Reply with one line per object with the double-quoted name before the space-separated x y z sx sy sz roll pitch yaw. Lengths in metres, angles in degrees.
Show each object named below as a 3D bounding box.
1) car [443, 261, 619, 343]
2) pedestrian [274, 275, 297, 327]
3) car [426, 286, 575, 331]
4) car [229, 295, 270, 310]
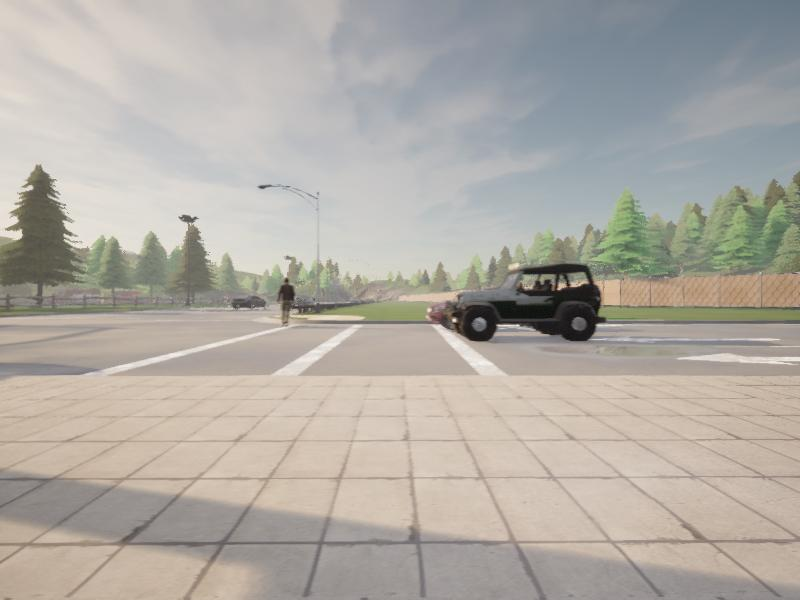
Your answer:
"car" 3.133 0.043 10.199 3.866 1.878 1.905 0 0 0
"pedestrian" -4.234 0.042 14.781 0.751 1.860 0.751 0 0 -20
"car" 3.272 0.269 13.707 4.674 1.442 1.812 0 0 0
"car" -15.432 0.256 41.417 1.837 1.490 4.892 0 0 8
